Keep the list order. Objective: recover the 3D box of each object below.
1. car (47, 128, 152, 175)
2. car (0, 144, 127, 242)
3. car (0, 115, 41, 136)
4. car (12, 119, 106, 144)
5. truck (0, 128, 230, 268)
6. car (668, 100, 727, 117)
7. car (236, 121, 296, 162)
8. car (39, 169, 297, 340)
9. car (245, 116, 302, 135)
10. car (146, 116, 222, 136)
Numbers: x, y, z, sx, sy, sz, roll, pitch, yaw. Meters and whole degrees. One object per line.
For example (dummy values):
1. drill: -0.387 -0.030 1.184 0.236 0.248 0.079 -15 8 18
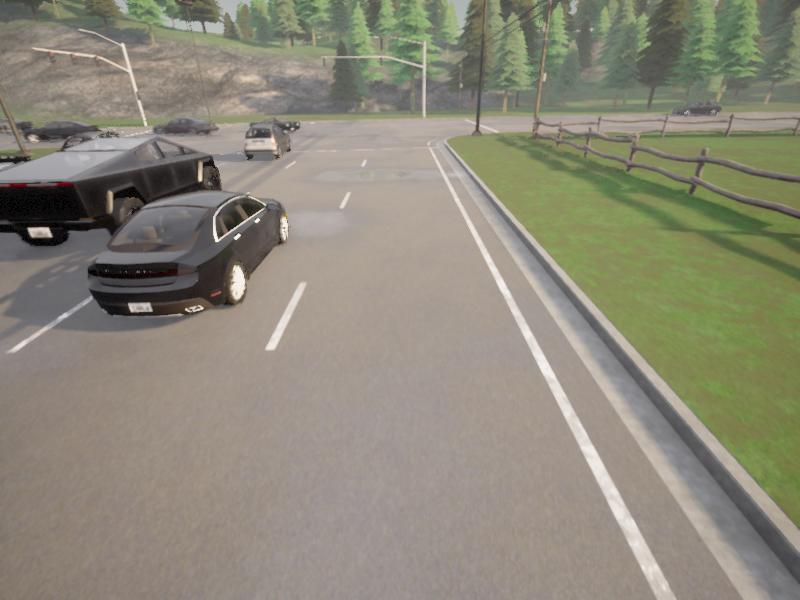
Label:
1. car: -14.061 -7.180 19.101 1.851 1.617 3.988 -2 28 -1
2. car: -10.490 -3.183 11.257 1.930 1.638 5.238 -1 27 1
3. car: -37.547 -16.309 37.480 5.238 1.638 1.930 -10 29 -16
4. car: -26.178 -13.065 30.934 5.008 1.535 1.882 -8 27 -14
5. truck: -6.994 -3.040 10.353 2.390 2.098 6.274 -1 27 1
6. car: 33.137 -21.371 44.657 4.892 1.490 1.837 -1 28 1
7. car: -7.111 -8.678 21.711 1.851 1.617 3.988 -2 28 -1
8. car: -3.492 -1.233 7.406 1.837 1.490 4.892 -1 27 1
9. car: -11.050 -15.303 34.913 4.718 1.301 1.895 15 31 28
10. car: -18.419 -14.867 34.252 5.357 1.411 2.033 4 28 9
